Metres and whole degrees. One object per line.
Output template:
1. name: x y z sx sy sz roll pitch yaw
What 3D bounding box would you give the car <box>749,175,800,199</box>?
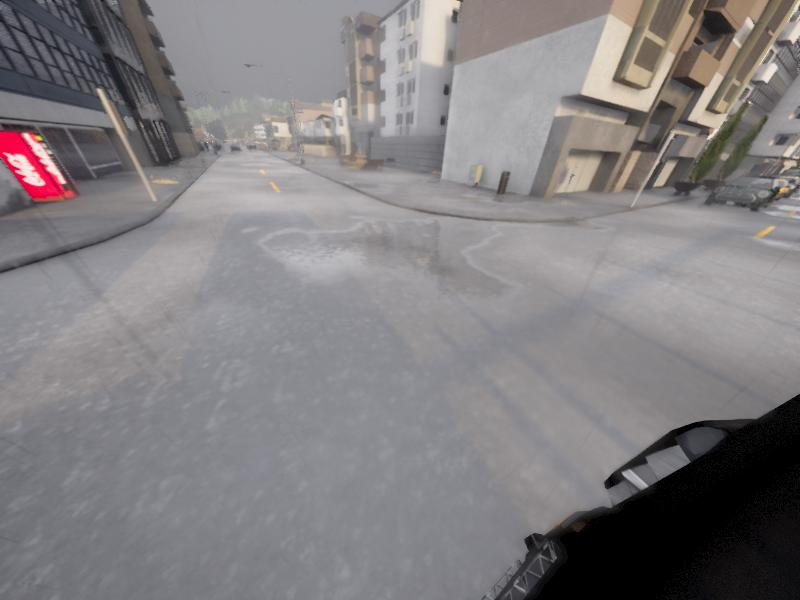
1. car: 32.851 -9.858 20.003 3.806 1.475 1.970 -16 38 -26

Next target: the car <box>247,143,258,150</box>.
1. car: -42.030 -43.799 65.852 1.930 1.638 5.238 -16 38 -26

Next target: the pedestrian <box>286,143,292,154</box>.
1. pedestrian: -22.813 -31.084 47.540 0.751 1.860 0.751 -17 38 -27

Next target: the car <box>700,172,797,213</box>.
1. car: 20.729 -6.531 13.781 4.553 1.767 2.097 -16 38 -26

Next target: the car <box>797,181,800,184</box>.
1. car: 65.541 -19.152 36.571 3.806 1.475 1.970 -16 38 -26

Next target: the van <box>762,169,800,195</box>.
1. van: 37.631 -11.432 22.278 4.442 1.987 1.775 -16 38 -26

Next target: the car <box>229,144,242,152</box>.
1. car: -35.508 -32.842 50.014 1.895 1.301 4.718 -16 38 -26

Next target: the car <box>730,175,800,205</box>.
1. car: 26.878 -8.198 16.954 5.366 1.575 1.801 -16 38 -26

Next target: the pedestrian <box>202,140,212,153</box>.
1. pedestrian: -33.530 -26.702 40.109 0.751 1.860 0.751 -18 39 -28

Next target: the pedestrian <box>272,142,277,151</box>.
1. pedestrian: -34.638 -42.360 63.778 0.751 1.860 0.751 -23 41 -33

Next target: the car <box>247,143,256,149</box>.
1. car: -45.662 -47.349 71.025 1.801 1.575 5.366 -16 38 -26

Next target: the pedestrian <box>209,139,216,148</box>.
1. pedestrian: -48.059 -40.003 59.220 0.751 1.860 0.751 -20 40 -30
